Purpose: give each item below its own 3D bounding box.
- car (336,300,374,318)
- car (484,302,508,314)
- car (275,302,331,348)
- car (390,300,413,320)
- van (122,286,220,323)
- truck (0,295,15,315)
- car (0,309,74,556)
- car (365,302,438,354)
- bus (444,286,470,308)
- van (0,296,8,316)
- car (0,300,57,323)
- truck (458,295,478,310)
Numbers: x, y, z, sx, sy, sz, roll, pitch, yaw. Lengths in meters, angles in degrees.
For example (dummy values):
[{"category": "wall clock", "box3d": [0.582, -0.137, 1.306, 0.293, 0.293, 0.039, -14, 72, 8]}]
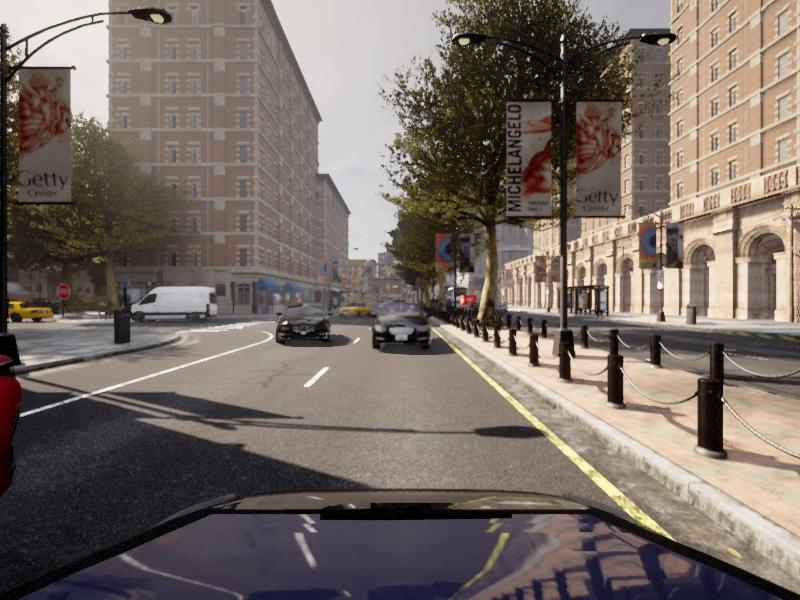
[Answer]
[{"category": "car", "box3d": [-4.108, 0.808, 37.574, 1.801, 1.575, 5.366, 0, 0, 14]}, {"category": "car", "box3d": [11.665, 0.952, 48.885, 1.895, 1.301, 4.718, 0, 0, 0]}, {"category": "car", "box3d": [-3.731, 0.845, 15.898, 1.837, 1.490, 4.892, 0, 1, -11]}, {"category": "car", "box3d": [0.113, 0.794, 34.244, 1.851, 1.617, 3.988, 0, 0, 0]}, {"category": "van", "box3d": [-16.548, 0.327, 29.156, 5.915, 2.561, 1.988, 0, 0, -6]}, {"category": "truck", "box3d": [-44.849, 0.550, 42.276, 2.390, 2.098, 6.274, 0, 0, 0]}, {"category": "car", "box3d": [-3.495, 0.829, 0.791, 2.007, 1.525, 4.514, 0, 0, 0]}, {"category": "car", "box3d": [0.048, 0.840, 14.127, 2.128, 1.511, 4.902, 0, 0, 0]}, {"category": "bus", "box3d": [11.659, -0.524, 82.977, 3.944, 4.253, 10.273, 0, 0, 0]}, {"category": "van", "box3d": [-41.386, 0.603, 39.050, 1.775, 1.987, 4.442, 0, 0, 0]}, {"category": "car", "box3d": [-28.277, 0.806, 28.894, 5.366, 1.575, 1.801, 0, 0, -1]}, {"category": "truck", "box3d": [11.733, 0.364, 69.216, 2.627, 2.467, 5.204, 0, 0, 0]}]
